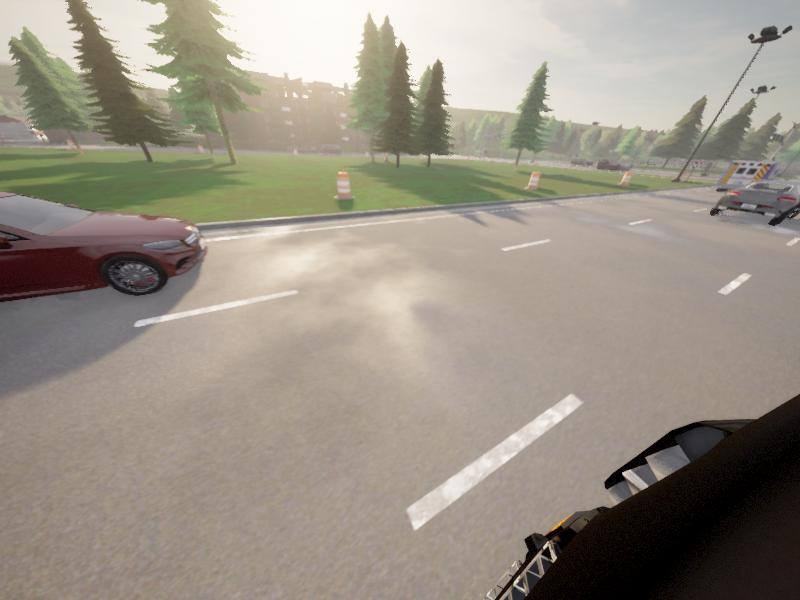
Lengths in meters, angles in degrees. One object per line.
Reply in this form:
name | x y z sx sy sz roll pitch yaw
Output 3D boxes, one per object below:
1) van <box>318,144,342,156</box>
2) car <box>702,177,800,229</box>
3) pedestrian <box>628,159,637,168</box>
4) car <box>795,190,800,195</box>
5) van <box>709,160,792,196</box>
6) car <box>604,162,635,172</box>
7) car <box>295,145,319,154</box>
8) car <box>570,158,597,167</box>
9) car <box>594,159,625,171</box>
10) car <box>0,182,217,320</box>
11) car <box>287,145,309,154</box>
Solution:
van | -15.171 -32.705 50.419 4.442 1.987 1.775 -15 37 -24
car | 17.537 -4.815 11.092 5.027 1.651 2.152 -14 37 -24
pedestrian | 62.889 -36.913 62.431 0.751 1.860 0.751 -12 36 -21
car | 39.383 -10.399 21.459 4.718 1.301 1.895 -15 37 -25
van | 31.156 -10.897 20.567 6.366 2.431 2.351 -15 37 -24
car | 45.360 -27.605 47.825 1.994 1.385 4.181 -14 37 -24
car | -21.689 -35.257 54.073 4.611 1.667 2.242 -15 37 -24
car | 49.271 -37.139 62.270 1.930 1.638 5.238 -14 37 -24
car | 42.106 -27.213 46.516 1.905 1.878 3.866 -14 37 -24
car | -5.894 -0.770 3.385 4.674 1.442 1.812 -15 37 -25
car | -22.217 -32.904 50.537 3.988 1.617 1.851 -15 37 -24
